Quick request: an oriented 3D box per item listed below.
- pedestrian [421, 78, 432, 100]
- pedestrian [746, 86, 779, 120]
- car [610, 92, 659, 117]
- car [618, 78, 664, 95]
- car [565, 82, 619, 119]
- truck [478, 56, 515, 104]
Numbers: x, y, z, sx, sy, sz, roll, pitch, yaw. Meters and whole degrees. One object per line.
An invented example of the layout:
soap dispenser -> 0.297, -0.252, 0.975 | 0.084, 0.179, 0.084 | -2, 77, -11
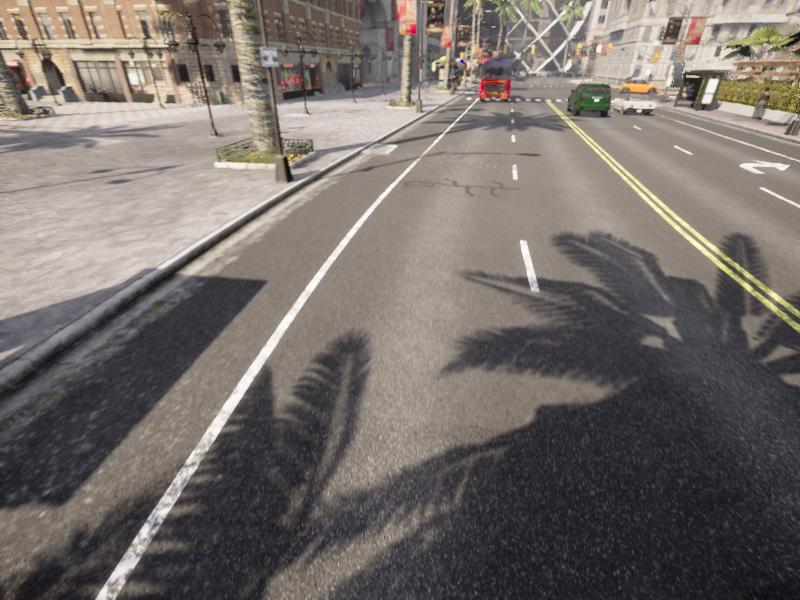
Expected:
pedestrian -> 2.523, -20.123, 38.185 | 0.751, 1.860, 0.751 | 11, 32, 18
pedestrian -> 22.955, -12.476, 25.372 | 0.751, 1.860, 0.751 | 6, 31, 10
car -> 17.583, -14.811, 30.201 | 1.895, 1.301, 4.718 | 7, 31, 11
car -> 30.823, -27.392, 51.340 | 4.553, 1.767, 2.097 | 12, 32, 19
car -> 13.712, -14.583, 29.025 | 2.150, 2.045, 5.566 | 6, 31, 10
truck -> 9.793, -22.297, 40.391 | 2.891, 3.827, 8.468 | 7, 31, 11
